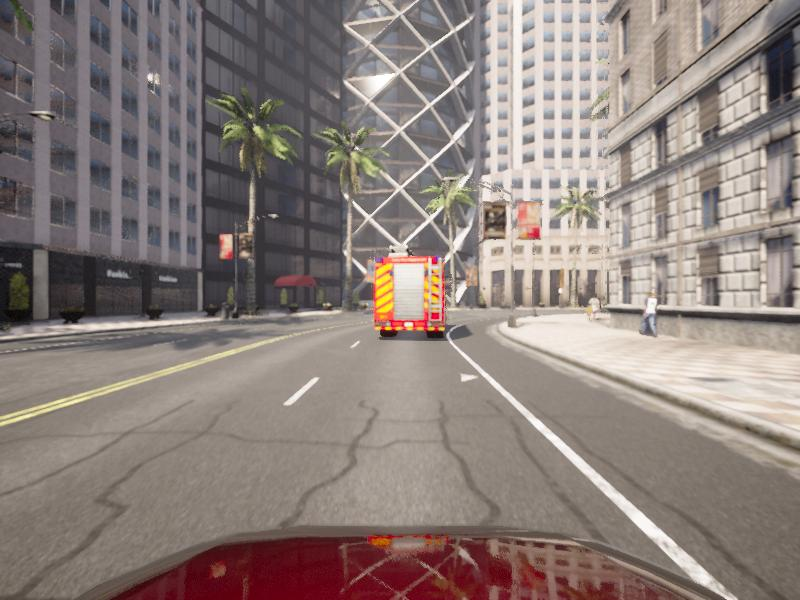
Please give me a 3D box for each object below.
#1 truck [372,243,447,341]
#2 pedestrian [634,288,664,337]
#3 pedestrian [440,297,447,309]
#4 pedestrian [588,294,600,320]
[{"bbox_3d":[0.864,-0.319,19.965,2.891,3.827,8.468,0,0,7],"label":"truck"},{"bbox_3d":[9.674,0.487,15.565,0.751,1.860,0.751,0,0,3],"label":"pedestrian"},{"bbox_3d":[6.810,0.492,62.065,0.751,1.860,0.751,0,0,-39],"label":"pedestrian"},{"bbox_3d":[14.205,0.489,29.238,0.751,1.860,0.751,0,0,31],"label":"pedestrian"}]
